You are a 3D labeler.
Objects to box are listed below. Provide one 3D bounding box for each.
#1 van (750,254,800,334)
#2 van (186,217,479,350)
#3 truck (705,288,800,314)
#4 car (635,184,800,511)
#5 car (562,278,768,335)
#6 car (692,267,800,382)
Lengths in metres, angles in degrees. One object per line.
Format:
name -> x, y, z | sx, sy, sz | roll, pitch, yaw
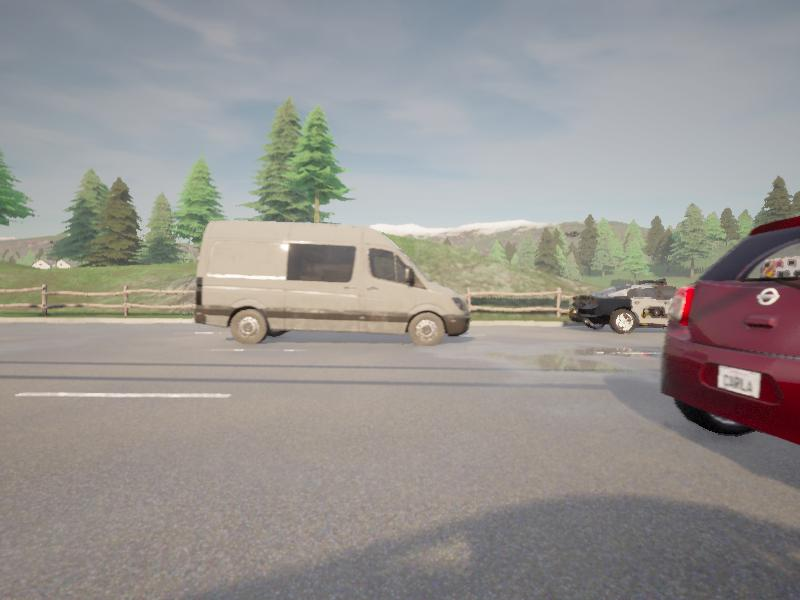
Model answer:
van -> 15.315, -0.160, 12.686 | 6.366, 2.431, 2.351 | 0, 0, 0
van -> -1.375, -0.333, 9.173 | 5.915, 2.561, 1.988 | 2, 0, 0
truck -> 32.201, 0.080, 36.732 | 2.390, 2.098, 6.274 | 1, 0, -21
car -> 3.658, 0.227, 2.200 | 3.633, 1.501, 1.845 | 0, 0, 0
car -> 8.150, 0.183, 12.696 | 5.238, 1.638, 1.930 | 0, 0, 0
car -> 7.583, 0.315, 5.697 | 5.357, 1.411, 2.033 | 0, 0, 0
